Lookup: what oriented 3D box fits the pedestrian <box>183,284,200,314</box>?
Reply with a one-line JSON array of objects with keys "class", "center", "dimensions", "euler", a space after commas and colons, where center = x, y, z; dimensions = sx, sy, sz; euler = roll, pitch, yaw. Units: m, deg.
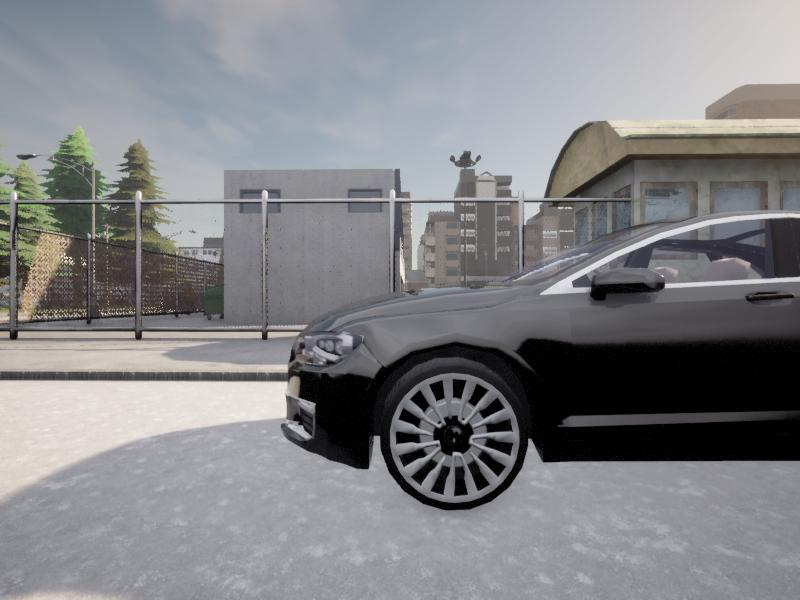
[{"class": "pedestrian", "center": [-12.893, -0.067, 24.740], "dimensions": [0.751, 1.860, 0.751], "euler": [0, 0, -8]}]

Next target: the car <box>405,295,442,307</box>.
[{"class": "car", "center": [3.273, 0.171, 56.275], "dimensions": [5.238, 1.638, 1.930], "euler": [0, 0, 2]}]

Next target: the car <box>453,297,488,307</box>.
[{"class": "car", "center": [9.808, 0.270, 56.091], "dimensions": [4.674, 1.442, 1.812], "euler": [0, 0, 1]}]

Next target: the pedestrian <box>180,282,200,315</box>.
[{"class": "pedestrian", "center": [-11.979, -0.067, 22.851], "dimensions": [0.751, 1.860, 0.751], "euler": [0, 0, 1]}]

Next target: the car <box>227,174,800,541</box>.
[{"class": "car", "center": [1.742, 0.236, 2.706], "dimensions": [4.902, 1.511, 2.128], "euler": [0, 0, 1]}]

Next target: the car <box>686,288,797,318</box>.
[{"class": "car", "center": [17.629, 0.159, 20.794], "dimensions": [4.193, 1.474, 1.816], "euler": [0, 0, 1]}]
